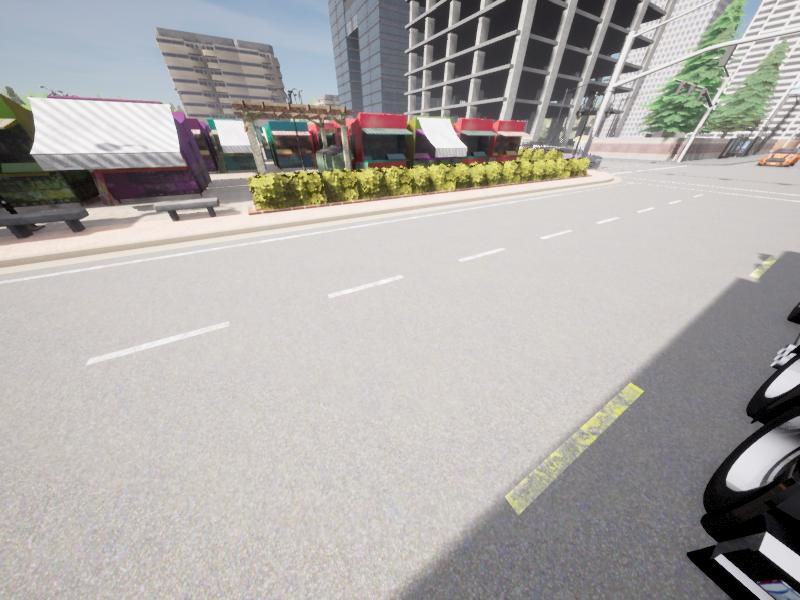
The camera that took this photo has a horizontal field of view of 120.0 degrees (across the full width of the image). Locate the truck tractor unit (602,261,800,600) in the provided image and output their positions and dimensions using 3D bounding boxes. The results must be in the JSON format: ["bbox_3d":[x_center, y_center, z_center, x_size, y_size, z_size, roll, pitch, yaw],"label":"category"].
[{"bbox_3d":[5.104,-0.307,0.788,6.516,4.208,3.053,-19,39,-24],"label":"truck tractor unit"}]

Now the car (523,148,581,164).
[{"bbox_3d":[17.981,-17.324,27.685,2.033,1.411,5.357,-18,39,-24],"label":"car"}]

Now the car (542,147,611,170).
[{"bbox_3d":[17.225,-14.141,22.907,2.033,1.649,4.856,-18,38,-24],"label":"car"}]

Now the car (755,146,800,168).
[{"bbox_3d":[41.596,-15.597,25.127,4.553,1.767,2.097,-18,39,-24],"label":"car"}]
